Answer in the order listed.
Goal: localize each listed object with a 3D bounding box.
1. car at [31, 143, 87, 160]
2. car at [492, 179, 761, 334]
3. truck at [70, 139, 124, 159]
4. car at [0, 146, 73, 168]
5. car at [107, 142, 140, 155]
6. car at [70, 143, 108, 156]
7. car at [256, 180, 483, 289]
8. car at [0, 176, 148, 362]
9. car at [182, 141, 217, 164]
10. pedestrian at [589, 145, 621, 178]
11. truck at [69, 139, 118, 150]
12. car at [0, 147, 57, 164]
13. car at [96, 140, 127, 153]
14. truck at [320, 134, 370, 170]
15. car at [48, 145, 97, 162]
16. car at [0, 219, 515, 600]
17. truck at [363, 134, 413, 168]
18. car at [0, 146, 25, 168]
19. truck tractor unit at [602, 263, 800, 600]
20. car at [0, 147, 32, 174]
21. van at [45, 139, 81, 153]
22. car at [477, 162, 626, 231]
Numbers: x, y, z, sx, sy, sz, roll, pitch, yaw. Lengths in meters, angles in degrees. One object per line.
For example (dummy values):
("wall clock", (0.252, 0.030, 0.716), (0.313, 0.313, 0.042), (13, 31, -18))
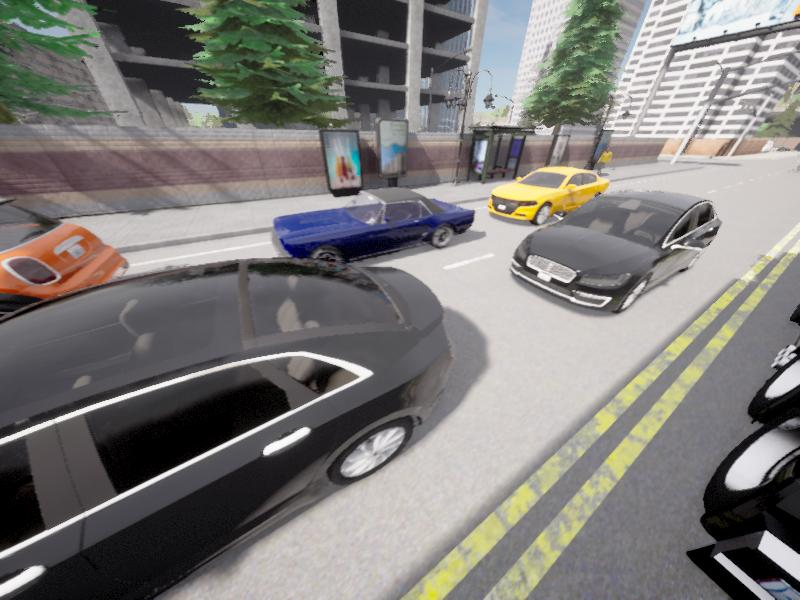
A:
("car", (-44.387, -19.545, 30.274), (2.152, 1.651, 5.027), (-18, 39, -25))
("car", (4.418, -1.268, 4.552), (4.892, 1.490, 1.837), (-18, 39, -24))
("truck", (-41.768, -21.135, 32.162), (2.390, 2.098, 6.274), (-18, 39, -25))
("car", (-34.432, -13.735, 22.065), (1.882, 1.535, 5.008), (-18, 39, -25))
("car", (-46.684, -25.747, 39.158), (1.930, 1.638, 5.238), (-18, 39, -25))
("car", (-48.696, -23.714, 36.323), (2.007, 1.525, 4.514), (-18, 39, -25))
("car", (-0.535, -1.879, 5.569), (4.718, 1.301, 1.895), (-18, 39, -24))
("car", (-6.600, -0.107, 2.540), (4.553, 1.767, 2.097), (-18, 39, -24))
("car", (-21.014, -15.653, 24.375), (1.905, 1.878, 3.866), (-18, 39, -24))
("pedestrian", (13.831, -9.373, 15.644), (0.751, 1.860, 0.751), (-16, 38, -22))
("truck", (-69.879, -35.564, 52.801), (2.390, 2.098, 6.274), (22, 40, 28))
("car", (-40.735, -15.876, 25.246), (1.994, 1.385, 4.181), (-18, 39, -25))
("car", (-53.534, -28.593, 42.977), (1.932, 1.855, 4.605), (-18, 39, -25))
("truck", (-5.032, -13.411, 20.811), (2.615, 2.467, 5.204), (-18, 39, -24))
("car", (-37.847, -17.083, 26.841), (1.789, 1.549, 3.705), (-18, 39, -25))
("car", (-1.826, 0.769, 1.578), (4.892, 1.490, 1.837), (-18, 39, -25))
("truck", (-1.301, -14.631, 22.593), (2.615, 2.467, 5.204), (-18, 39, -24))
("car", (-37.479, -12.753, 20.654), (2.128, 1.511, 4.902), (-18, 39, -25))
("truck tractor unit", (5.110, -0.301, 0.788), (6.516, 4.208, 3.053), (-18, 39, -24))
("car", (-31.091, -10.508, 17.388), (1.851, 1.617, 3.988), (-18, 39, -25))
("van", (-60.899, -27.919, 41.876), (1.775, 1.987, 4.442), (-18, 39, -25))
("car", (5.470, -3.935, 8.356), (5.008, 1.535, 1.882), (-18, 39, -24))
